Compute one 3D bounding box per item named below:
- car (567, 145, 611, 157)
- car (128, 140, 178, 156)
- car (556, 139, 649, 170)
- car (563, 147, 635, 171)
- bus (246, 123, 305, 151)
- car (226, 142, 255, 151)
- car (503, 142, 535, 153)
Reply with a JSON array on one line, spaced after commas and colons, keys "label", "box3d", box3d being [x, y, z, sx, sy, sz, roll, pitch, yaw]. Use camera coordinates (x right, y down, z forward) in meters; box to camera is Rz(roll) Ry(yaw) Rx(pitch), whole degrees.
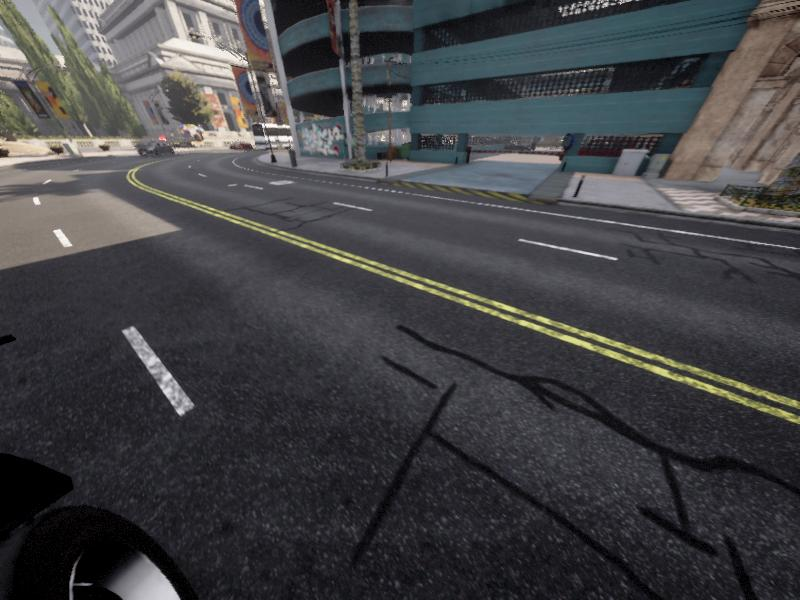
[{"label": "car", "box3d": [27.360, -21.647, 33.577, 4.718, 1.301, 1.895, 22, 40, 27]}, {"label": "car", "box3d": [-33.398, -20.705, 31.470, 2.242, 1.667, 4.611, -5, 36, -7]}, {"label": "car", "box3d": [17.526, -13.017, 20.466, 5.566, 2.045, 2.435, 22, 40, 27]}, {"label": "car", "box3d": [17.571, -12.678, 20.665, 4.514, 1.523, 2.007, 22, 40, 27]}, {"label": "bus", "box3d": [-24.828, -33.289, 47.186, 3.944, 4.253, 10.273, 11, 36, 14]}, {"label": "car", "box3d": [-29.820, -28.776, 43.226, 1.994, 1.385, 4.181, 7, 36, 9]}, {"label": "car", "box3d": [22.425, -28.953, 43.734, 4.902, 1.511, 2.128, 22, 40, 27]}]
